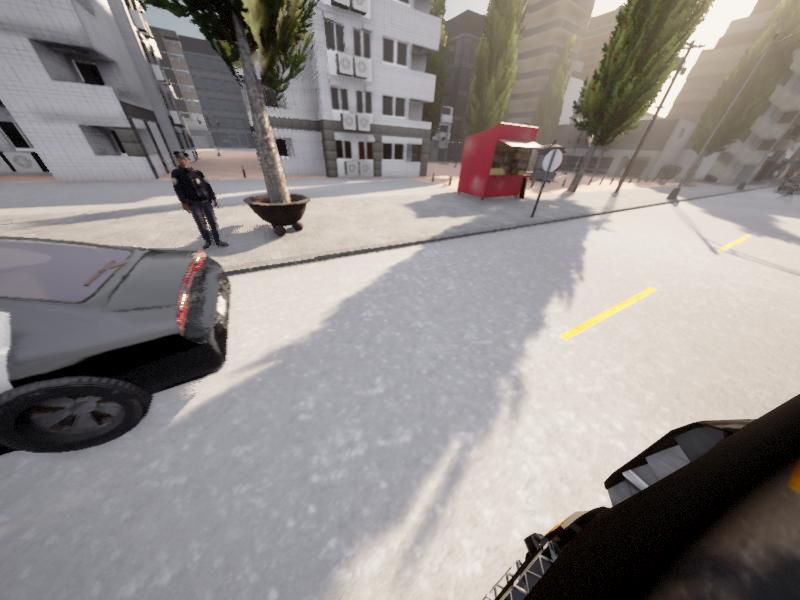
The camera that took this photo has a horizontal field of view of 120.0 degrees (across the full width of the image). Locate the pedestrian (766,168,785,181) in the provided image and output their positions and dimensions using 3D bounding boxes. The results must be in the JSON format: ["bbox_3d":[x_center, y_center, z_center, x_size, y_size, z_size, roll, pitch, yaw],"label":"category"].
[{"bbox_3d":[62.244,-20.847,38.288,0.751,1.860,0.751,-17,39,-28],"label":"pedestrian"}]

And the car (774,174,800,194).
[{"bbox_3d":[41.807,-12.159,24.142,4.514,1.525,2.007,-16,38,-26],"label":"car"}]

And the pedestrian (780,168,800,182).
[{"bbox_3d":[61.194,-19.575,36.289,0.751,1.860,0.751,-20,40,-31],"label":"pedestrian"}]

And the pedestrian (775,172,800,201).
[{"bbox_3d":[29.693,-8.495,17.334,0.751,1.860,0.751,-16,38,-27],"label":"pedestrian"}]

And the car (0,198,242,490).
[{"bbox_3d":[-4.222,0.459,1.551,4.974,1.542,2.038,-15,38,-25],"label":"car"}]

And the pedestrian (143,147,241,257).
[{"bbox_3d":[-4.064,-1.938,4.646,0.751,1.860,0.751,28,41,33],"label":"pedestrian"}]
